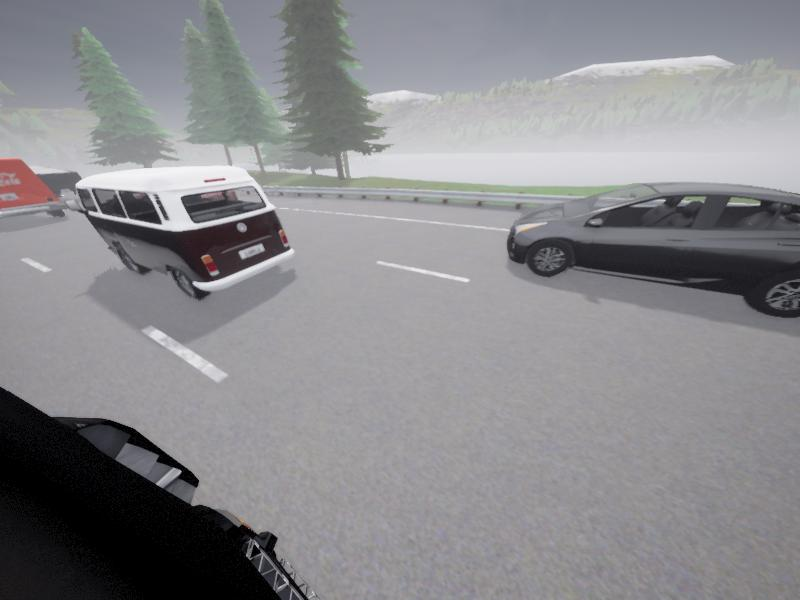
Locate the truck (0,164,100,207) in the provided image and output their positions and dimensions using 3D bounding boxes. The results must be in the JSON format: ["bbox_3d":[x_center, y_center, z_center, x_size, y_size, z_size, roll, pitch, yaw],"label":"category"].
[{"bbox_3d":[-24.060,-7.677,15.332,6.274,2.098,2.390,9,35,17],"label":"truck"}]

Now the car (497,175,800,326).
[{"bbox_3d":[4.395,-1.178,4.029,4.514,1.525,2.007,16,38,26],"label":"car"}]

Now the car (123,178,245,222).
[{"bbox_3d":[-9.747,-4.645,10.470,4.718,1.301,1.895,12,36,22],"label":"car"}]

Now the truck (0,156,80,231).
[{"bbox_3d":[-18.108,-4.727,10.131,5.204,2.467,2.627,11,36,20],"label":"truck"}]

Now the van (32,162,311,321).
[{"bbox_3d":[-4.480,-1.560,4.770,4.480,2.038,2.069,15,37,24],"label":"van"}]
